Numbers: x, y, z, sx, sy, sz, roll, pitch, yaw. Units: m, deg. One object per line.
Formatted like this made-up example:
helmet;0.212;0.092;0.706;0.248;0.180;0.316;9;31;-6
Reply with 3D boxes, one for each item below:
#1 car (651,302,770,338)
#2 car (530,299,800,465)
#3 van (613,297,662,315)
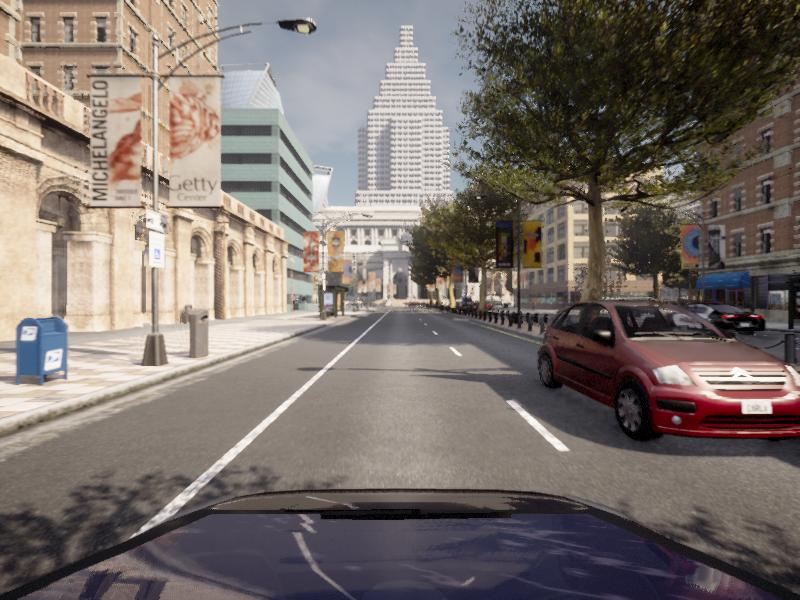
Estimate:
car;15.002;0.887;19.824;2.038;1.542;4.974;0;0;0
car;3.498;0.807;5.907;1.851;1.617;3.988;0;0;0
van;27.386;0.700;46.159;4.480;2.038;2.069;0;0;-6
